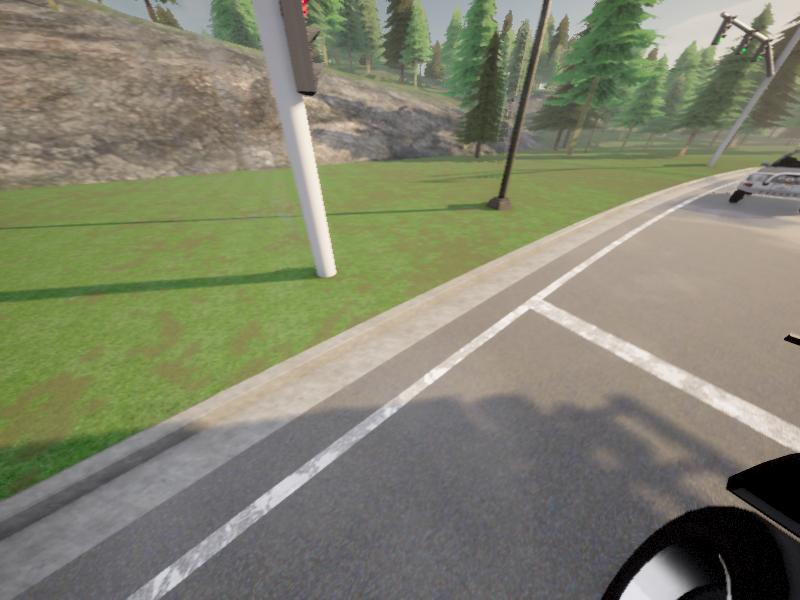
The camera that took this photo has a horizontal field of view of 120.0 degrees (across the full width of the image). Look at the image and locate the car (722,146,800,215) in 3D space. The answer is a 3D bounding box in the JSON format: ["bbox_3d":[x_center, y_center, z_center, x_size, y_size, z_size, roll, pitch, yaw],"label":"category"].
[{"bbox_3d":[14.877,-4.659,8.725,4.605,1.855,1.932,-20,40,-27],"label":"car"}]
